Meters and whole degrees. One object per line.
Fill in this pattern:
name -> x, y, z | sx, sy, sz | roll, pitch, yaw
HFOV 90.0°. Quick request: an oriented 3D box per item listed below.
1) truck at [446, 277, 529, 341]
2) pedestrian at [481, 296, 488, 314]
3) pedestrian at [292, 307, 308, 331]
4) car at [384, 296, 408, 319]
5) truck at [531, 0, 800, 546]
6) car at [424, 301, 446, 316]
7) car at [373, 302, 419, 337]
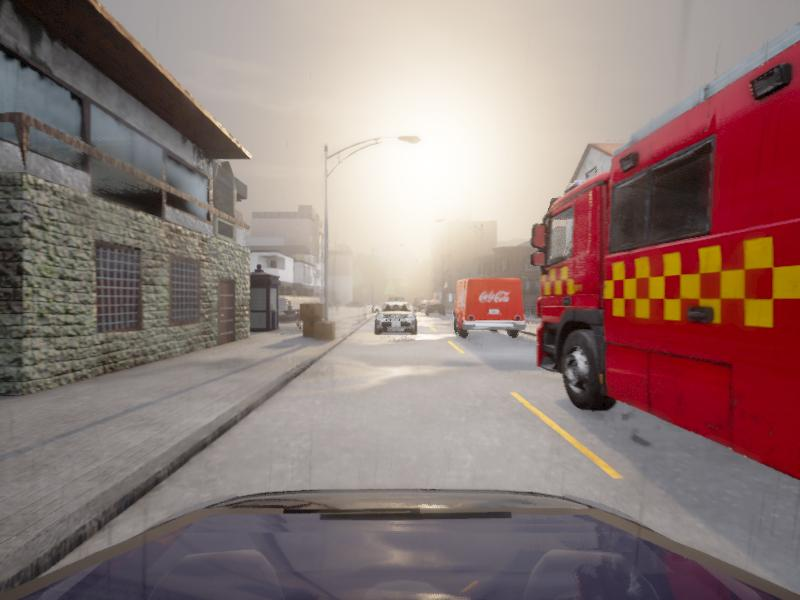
truck -> 3.711, 0.342, 18.186 | 2.627, 2.467, 5.204 | 0, 0, 0
pedestrian -> 8.726, 0.499, 41.306 | 0.751, 1.860, 0.751 | 0, 0, 11
pedestrian -> -4.689, 0.897, 18.797 | 0.500, 1.100, 0.500 | 0, 0, 31
car -> -0.316, 0.618, 33.873 | 1.905, 1.878, 3.866 | 0, 0, 0
truck -> 4.015, -0.325, 3.278 | 2.891, 3.827, 8.468 | 0, 0, -2
car -> 3.530, 0.811, 41.036 | 1.837, 1.490, 4.892 | 0, 0, 0
car -> -0.175, 0.837, 18.837 | 1.970, 1.475, 3.806 | 0, 0, 0
